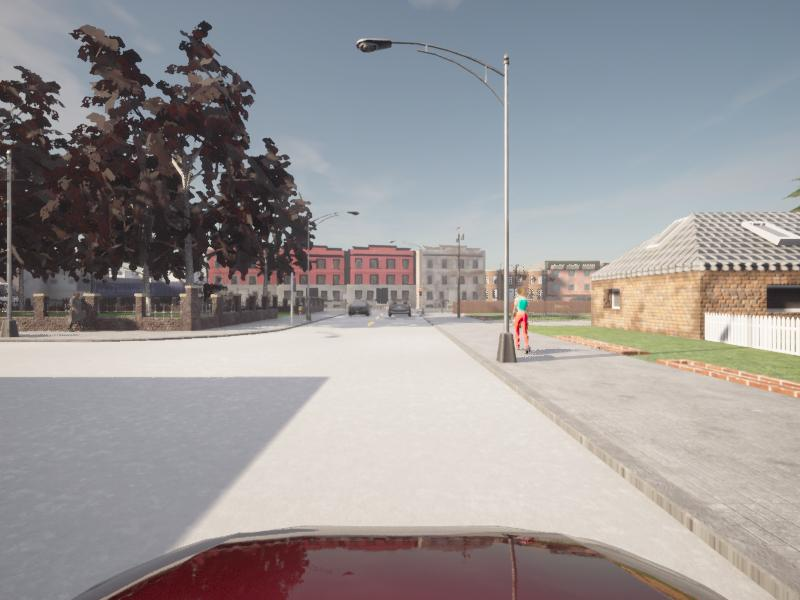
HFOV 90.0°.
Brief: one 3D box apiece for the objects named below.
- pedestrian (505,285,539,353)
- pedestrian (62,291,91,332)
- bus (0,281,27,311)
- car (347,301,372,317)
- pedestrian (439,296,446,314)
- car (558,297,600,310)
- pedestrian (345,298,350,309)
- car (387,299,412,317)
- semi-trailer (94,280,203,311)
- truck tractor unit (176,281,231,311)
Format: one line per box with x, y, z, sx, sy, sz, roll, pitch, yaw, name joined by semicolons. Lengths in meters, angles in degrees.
3.428;0.533;11.325;0.751;1.860;0.751;0;0;1;pedestrian
-14.885;0.534;18.425;0.751;1.860;0.751;0;0;0;pedestrian
-61.596;-0.532;58.487;10.273;4.253;3.944;0;0;0;bus
-3.902;0.823;39.164;1.882;1.535;5.008;0;0;0;car
4.581;0.525;43.294;0.751;1.860;0.751;0;0;4;pedestrian
27.832;0.568;62.390;5.566;2.045;2.150;0;0;0;car
-8.862;0.533;67.223;0.751;1.860;0.751;0;0;1;pedestrian
-0.002;0.756;39.227;2.242;1.667;4.611;0;0;1;car
-36.533;-0.619;58.379;14.254;4.402;2.717;0;0;0;semi-trailer
-28.617;-0.525;58.368;6.516;4.208;3.053;0;0;0;truck tractor unit
